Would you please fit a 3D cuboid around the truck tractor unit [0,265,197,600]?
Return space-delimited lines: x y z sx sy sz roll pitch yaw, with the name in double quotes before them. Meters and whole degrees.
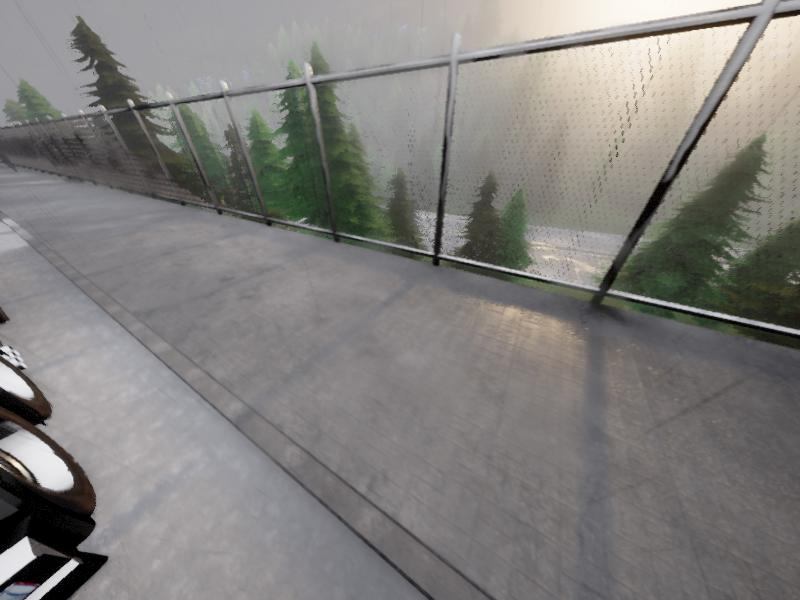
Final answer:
"truck tractor unit" -5.113 -0.299 0.783 6.516 4.208 3.053 18 39 24
